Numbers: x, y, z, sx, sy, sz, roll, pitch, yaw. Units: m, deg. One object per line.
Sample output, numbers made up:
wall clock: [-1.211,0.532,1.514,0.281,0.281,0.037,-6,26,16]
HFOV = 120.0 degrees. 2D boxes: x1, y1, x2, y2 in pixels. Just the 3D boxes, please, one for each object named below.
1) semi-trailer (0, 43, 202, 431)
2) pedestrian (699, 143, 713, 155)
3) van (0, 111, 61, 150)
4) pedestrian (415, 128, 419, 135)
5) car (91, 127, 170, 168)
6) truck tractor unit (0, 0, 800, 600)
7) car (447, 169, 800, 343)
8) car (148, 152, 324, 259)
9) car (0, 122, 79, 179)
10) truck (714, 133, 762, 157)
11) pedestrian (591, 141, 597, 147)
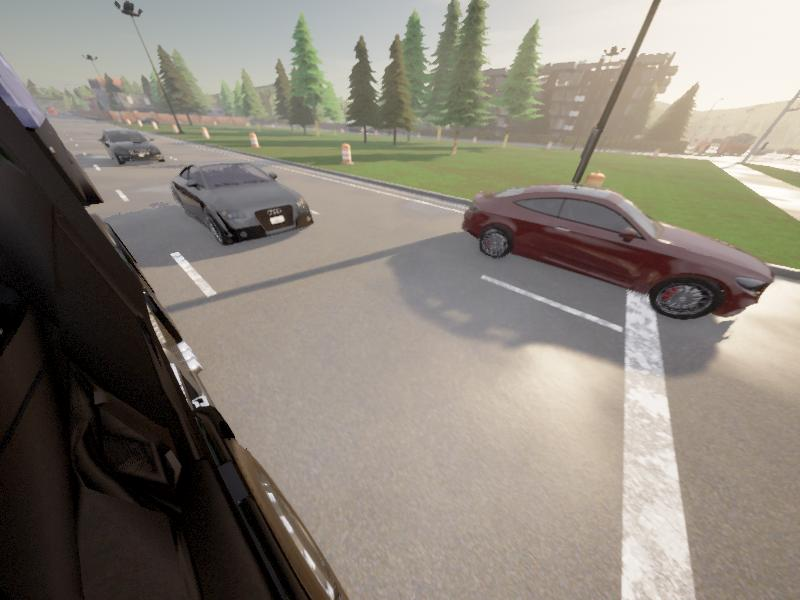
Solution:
semi-trailer: [-8.690,-3.616,4.228,14.254,4.402,2.717,28,44,30]
pedestrian: [56.608,-27.951,42.705,0.751,1.860,0.751,-28,47,-34]
van: [-26.483,-12.158,16.488,4.442,1.987,1.775,29,44,30]
pedestrian: [5.995,-58.899,80.689,0.751,1.860,0.751,28,44,30]
car: [-15.045,-8.568,12.857,4.892,1.490,1.837,28,44,30]
truck tractor unit: [-2.645,-0.295,0.351,6.516,4.208,3.053,28,44,30]
car: [3.524,-1.341,4.464,4.674,1.442,1.812,28,44,30]
car: [-4.119,-2.663,5.794,4.181,1.385,1.994,28,44,30]
car: [-16.751,-6.791,10.272,5.027,1.651,2.152,28,44,30]
truck: [71.345,-33.034,49.079,2.891,3.827,8.468,28,44,30]
pedestrian: [45.107,-36.284,53.703,0.500,1.100,0.500,-13,40,-20]
